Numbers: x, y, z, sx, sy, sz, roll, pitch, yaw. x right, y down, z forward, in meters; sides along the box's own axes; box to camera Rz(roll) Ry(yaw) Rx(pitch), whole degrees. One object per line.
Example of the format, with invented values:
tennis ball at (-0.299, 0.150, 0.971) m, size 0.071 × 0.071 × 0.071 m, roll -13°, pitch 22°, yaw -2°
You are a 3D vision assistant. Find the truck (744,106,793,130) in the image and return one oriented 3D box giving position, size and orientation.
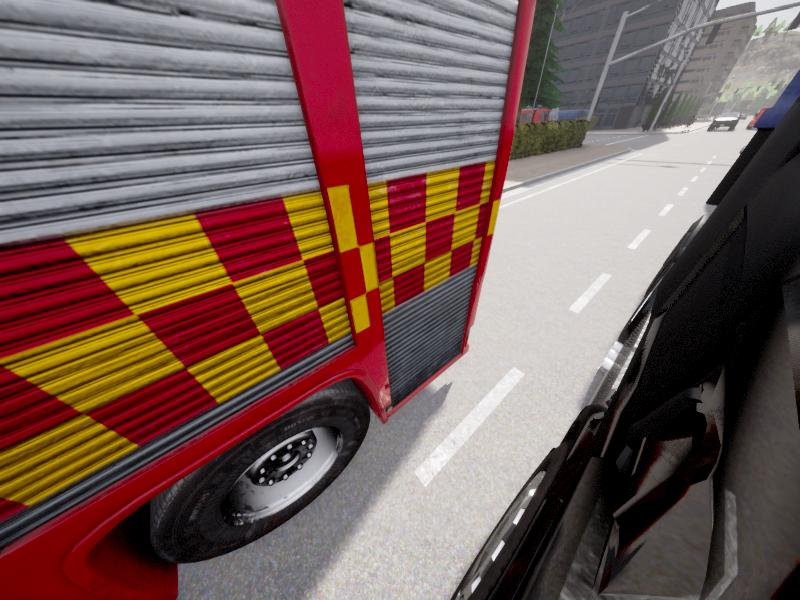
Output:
truck at (51.409, -25.487, 32.376) m, size 5.204 × 2.467 × 2.627 m, roll -28°, pitch 44°, yaw -30°

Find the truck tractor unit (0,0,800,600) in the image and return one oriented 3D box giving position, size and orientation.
truck tractor unit at (2.645, -0.295, 0.351) m, size 6.516 × 4.208 × 3.053 m, roll -28°, pitch 44°, yaw -30°

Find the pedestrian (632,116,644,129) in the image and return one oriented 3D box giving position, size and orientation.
pedestrian at (45.846, -34.144, 44.476) m, size 0.751 × 1.860 × 0.751 m, roll -20°, pitch 40°, yaw -22°

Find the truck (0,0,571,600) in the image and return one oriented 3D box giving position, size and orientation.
truck at (-3.414, 0.341, 0.212) m, size 8.468 × 3.827 × 2.891 m, roll -28°, pitch 44°, yaw -30°

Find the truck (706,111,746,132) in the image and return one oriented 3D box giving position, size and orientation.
truck at (46.910, -25.689, 33.239) m, size 6.274 × 2.098 × 2.390 m, roll -28°, pitch 43°, yaw -29°

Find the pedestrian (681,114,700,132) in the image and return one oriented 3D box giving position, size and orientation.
pedestrian at (39.598, -24.135, 31.530) m, size 0.751 × 1.860 × 0.751 m, roll -22°, pitch 41°, yaw -24°

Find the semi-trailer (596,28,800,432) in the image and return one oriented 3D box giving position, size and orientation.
semi-trailer at (8.798, -3.537, 4.124) m, size 14.254 × 4.402 × 2.717 m, roll -27°, pitch 43°, yaw -29°
